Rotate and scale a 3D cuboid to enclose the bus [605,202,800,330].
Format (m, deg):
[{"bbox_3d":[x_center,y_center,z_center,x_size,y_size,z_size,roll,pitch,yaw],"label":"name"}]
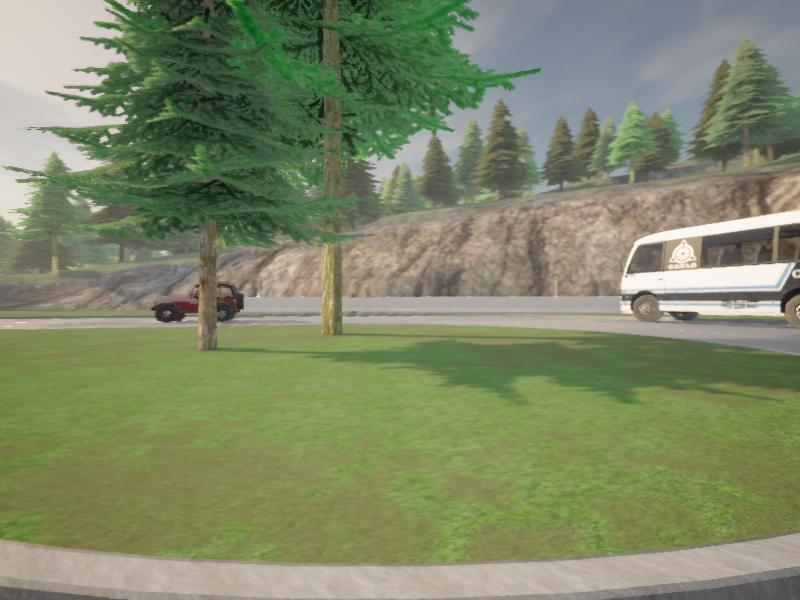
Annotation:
[{"bbox_3d":[14.136,-1.075,16.031,3.944,4.253,10.273,2,-1,-24],"label":"bus"}]

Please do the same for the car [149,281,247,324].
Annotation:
[{"bbox_3d":[-9.484,0.111,19.140,3.866,1.878,1.905,0,0,-16],"label":"car"}]
